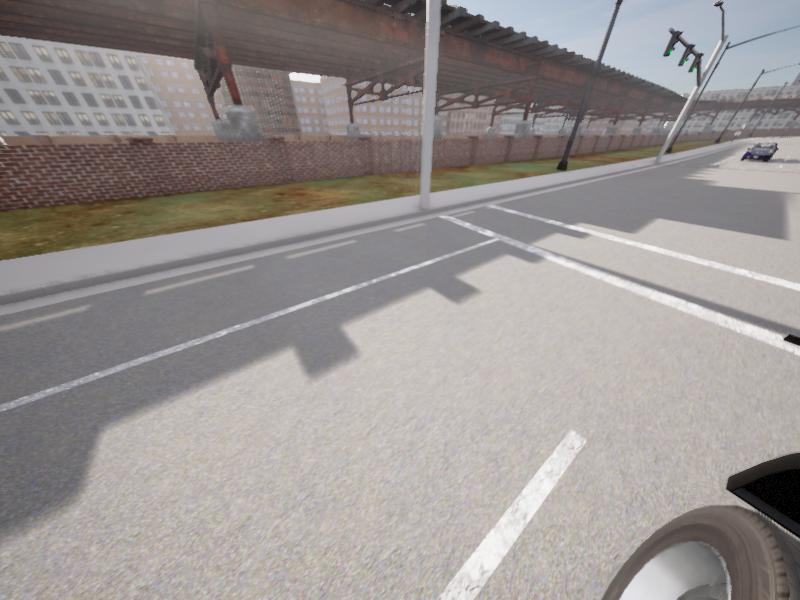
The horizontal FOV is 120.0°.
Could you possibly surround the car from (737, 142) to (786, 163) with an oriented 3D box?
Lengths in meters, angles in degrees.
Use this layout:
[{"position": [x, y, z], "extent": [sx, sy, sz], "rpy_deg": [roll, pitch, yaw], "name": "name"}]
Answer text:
[{"position": [34.804, -14.292, 22.266], "extent": [3.633, 1.501, 1.845], "rpy_deg": [-23, 41, -27], "name": "car"}]
